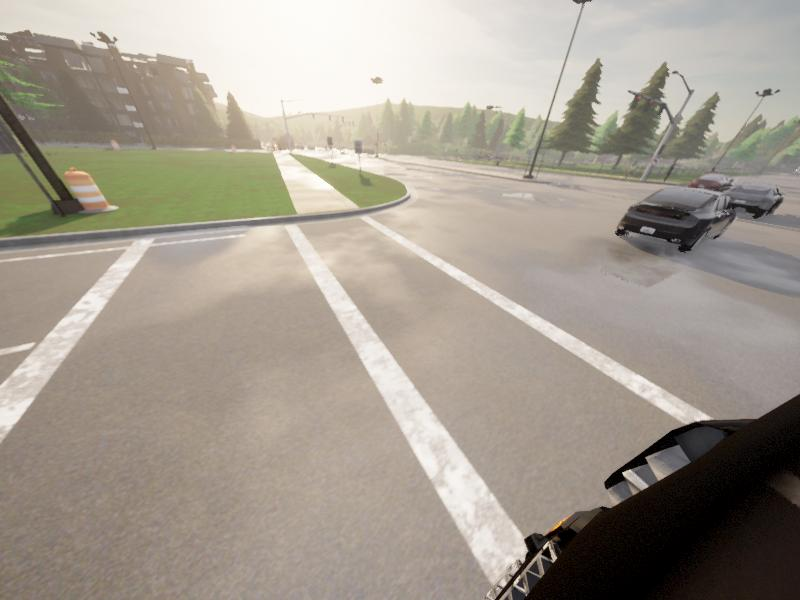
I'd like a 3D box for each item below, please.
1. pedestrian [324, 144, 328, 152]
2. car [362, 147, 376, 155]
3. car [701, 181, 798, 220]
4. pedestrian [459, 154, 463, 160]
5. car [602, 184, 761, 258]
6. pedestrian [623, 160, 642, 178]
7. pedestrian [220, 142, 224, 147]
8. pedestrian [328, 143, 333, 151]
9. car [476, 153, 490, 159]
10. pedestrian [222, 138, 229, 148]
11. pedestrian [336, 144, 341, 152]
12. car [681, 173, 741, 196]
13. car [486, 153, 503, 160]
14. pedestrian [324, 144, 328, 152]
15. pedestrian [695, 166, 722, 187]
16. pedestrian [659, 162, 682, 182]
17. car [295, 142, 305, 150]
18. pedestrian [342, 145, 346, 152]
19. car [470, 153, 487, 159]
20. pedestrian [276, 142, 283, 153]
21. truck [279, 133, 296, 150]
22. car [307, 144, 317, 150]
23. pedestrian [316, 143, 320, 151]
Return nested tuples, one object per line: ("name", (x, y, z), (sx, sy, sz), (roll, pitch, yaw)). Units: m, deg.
("pedestrian", (-21.048, -43.385, 65.811), (0.751, 1.860, 0.751), (-16, 38, -26))
("car", (-8.803, -42.389, 65.529), (1.930, 1.638, 5.238), (-15, 38, -26))
("car", (18.722, -5.443, 12.394), (4.181, 1.385, 1.994), (-16, 38, -26))
("pedestrian", (14.210, -33.255, 53.793), (0.500, 1.100, 0.500), (-13, 37, -23))
("car", (9.194, -2.797, 7.541), (4.892, 1.490, 1.837), (-16, 38, -26))
("pedestrian", (29.036, -16.355, 28.867), (0.751, 1.860, 0.751), (-13, 37, -22))
("pedestrian", (-42.395, -37.039, 54.975), (0.500, 1.100, 0.500), (-15, 38, -25))
("pedestrian", (-19.930, -43.712, 66.114), (0.751, 1.860, 0.751), (-21, 41, -32))
("car", (27.218, -47.032, 75.483), (3.988, 1.617, 1.851), (-16, 38, -26))
("pedestrian", (-41.262, -37.222, 54.653), (0.751, 1.860, 0.751), (-14, 37, -24))
("pedestrian", (-17.948, -44.492, 67.445), (0.751, 1.860, 0.751), (-20, 40, -30))
("car", (26.460, -9.906, 19.656), (4.674, 1.442, 1.812), (-16, 38, -26))
("car", (30.255, -45.698, 73.613), (4.856, 1.649, 2.033), (-16, 38, -26))
("pedestrian", (-21.386, -44.259, 67.096), (0.751, 1.860, 0.751), (-15, 38, -25))
("pedestrian", (32.428, -12.957, 24.304), (0.751, 1.860, 0.751), (-13, 37, -22))
("pedestrian", (30.599, -14.485, 26.179), (0.751, 1.860, 0.751), (-13, 37, -23))
("car", (-31.198, -48.221, 72.309), (1.905, 1.878, 3.866), (-16, 38, -26))
("pedestrian", (-16.601, -45.028, 68.634), (0.751, 1.860, 0.751), (-19, 39, -29))
("car", (26.773, -49.061, 78.671), (5.027, 1.651, 2.152), (-16, 38, -26))
("pedestrian", (-24.343, -30.882, 46.738), (0.751, 1.860, 0.751), (-13, 37, -22))
("truck", (-34.349, -48.335, 70.463), (2.891, 3.827, 8.468), (-16, 38, -26))
("car", (-28.401, -49.147, 74.257), (1.837, 1.490, 4.892), (-16, 38, -26))
("pedestrian", (-22.898, -42.633, 64.530), (0.751, 1.860, 0.751), (-20, 40, -31))
